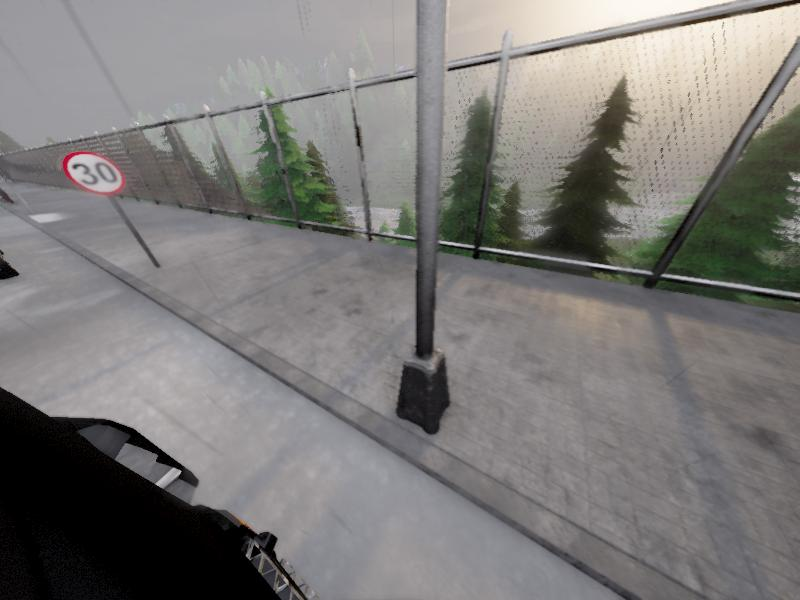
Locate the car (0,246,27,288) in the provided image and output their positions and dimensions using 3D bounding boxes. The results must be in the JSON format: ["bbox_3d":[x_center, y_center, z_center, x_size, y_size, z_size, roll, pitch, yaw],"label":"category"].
[{"bbox_3d":[-10.830,-1.212,4.897,4.553,1.767,2.097,16,38,26],"label":"car"}]
